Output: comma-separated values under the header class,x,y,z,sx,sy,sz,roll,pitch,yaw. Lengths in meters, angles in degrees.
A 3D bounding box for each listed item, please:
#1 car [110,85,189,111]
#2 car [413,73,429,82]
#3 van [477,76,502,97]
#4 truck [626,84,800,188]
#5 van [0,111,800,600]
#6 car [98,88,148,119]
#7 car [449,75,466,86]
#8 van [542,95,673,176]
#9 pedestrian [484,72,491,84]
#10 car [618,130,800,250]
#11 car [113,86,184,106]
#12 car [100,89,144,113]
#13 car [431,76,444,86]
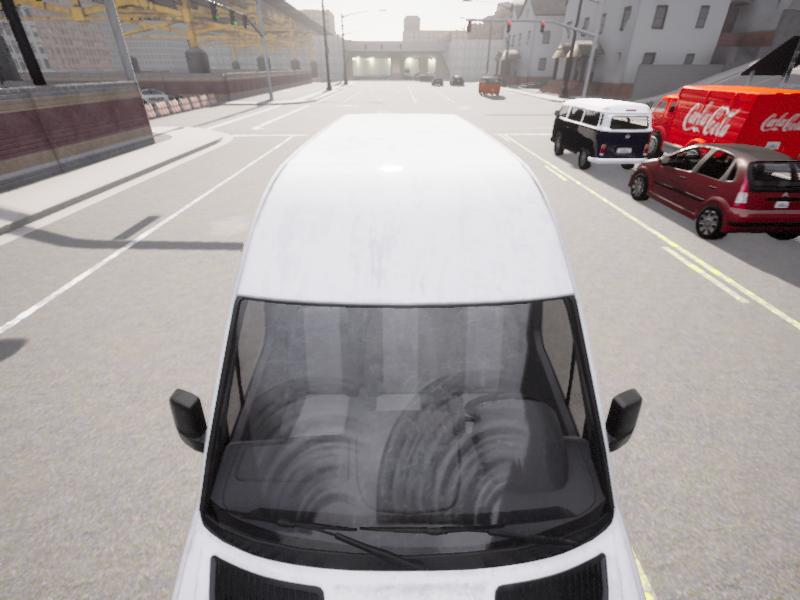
class,x,y,z,sx,sy,sz,roll,pitch,yaw
car,-20.368,-16.601,32.788,2.038,1.542,4.974,15,34,24
car,4.577,-49.422,88.853,1.930,1.638,5.238,-9,31,-15
van,10.340,-24.823,46.459,1.775,1.987,4.442,0,30,-1
truck,10.329,-5.606,13.133,2.627,2.467,5.204,1,30,1
van,0.019,0.017,3.431,1.988,2.561,5.915,0,29,0
car,-19.558,-13.892,28.159,2.038,1.542,4.974,-21,36,-31
car,10.200,-39.258,71.574,2.242,1.667,4.611,0,30,0
van,6.948,-5.948,14.142,2.069,2.038,4.480,0,30,0
pedestrian,15.659,-39.654,71.590,0.751,1.860,0.751,-1,30,-3
car,6.971,-2.660,8.951,1.851,1.617,3.988,0,30,0
car,-20.392,-16.713,32.669,1.853,1.218,4.536,15,34,24
car,-19.589,-14.049,28.115,1.853,1.218,4.536,-21,36,-31
car,6.700,-39.304,71.742,2.007,1.525,4.514,0,30,0
